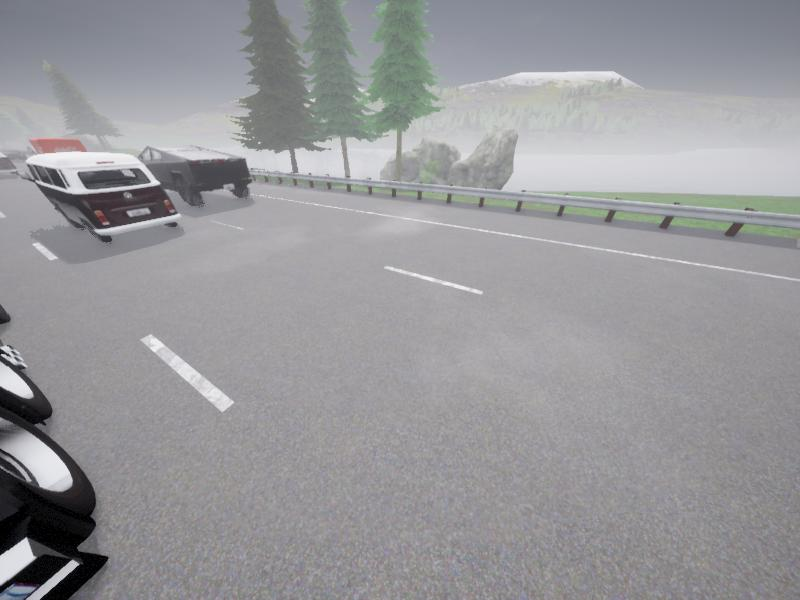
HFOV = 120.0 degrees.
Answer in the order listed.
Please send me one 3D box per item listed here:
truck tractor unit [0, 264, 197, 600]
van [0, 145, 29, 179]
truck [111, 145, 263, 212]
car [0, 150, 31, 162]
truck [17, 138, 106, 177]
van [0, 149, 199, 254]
[{"bbox_3d":[-5.110,-0.301,0.781,6.516,4.208,3.053,18,39,24],"label":"truck tractor unit"},{"bbox_3d":[-31.643,-10.668,17.766,4.480,2.038,2.069,18,39,24],"label":"van"},{"bbox_3d":[-9.682,-5.790,10.546,6.274,2.098,2.390,18,39,24],"label":"truck"},{"bbox_3d":[-52.989,-19.706,31.545,4.718,1.301,1.895,18,39,25],"label":"car"},{"bbox_3d":[-28.161,-12.008,19.298,5.204,2.467,2.627,19,39,24],"label":"truck"},{"bbox_3d":[-8.693,-3.129,6.775,4.480,2.038,2.069,19,39,24],"label":"van"}]
